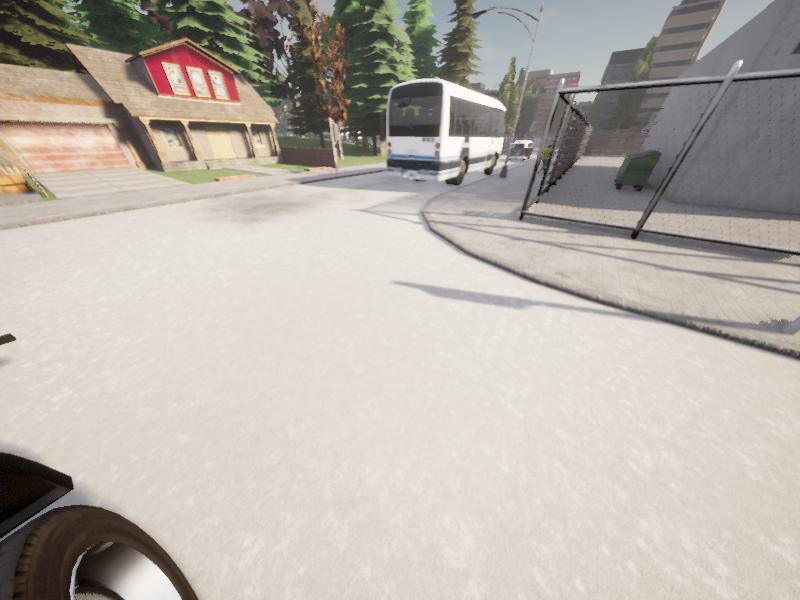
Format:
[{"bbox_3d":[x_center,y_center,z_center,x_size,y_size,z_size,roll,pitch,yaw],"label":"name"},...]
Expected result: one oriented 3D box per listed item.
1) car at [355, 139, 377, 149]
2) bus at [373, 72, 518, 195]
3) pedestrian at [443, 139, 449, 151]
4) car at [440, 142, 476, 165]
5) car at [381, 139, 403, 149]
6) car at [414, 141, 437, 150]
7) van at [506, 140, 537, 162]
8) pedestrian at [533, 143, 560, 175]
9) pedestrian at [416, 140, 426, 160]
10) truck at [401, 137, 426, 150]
[{"bbox_3d":[-9.072,-41.841,61.855,5.566,2.045,2.150,22,41,28],"label":"car"},{"bbox_3d":[3.329,-9.798,14.157,3.944,4.253,10.273,22,41,28],"label":"bus"},{"bbox_3d":[9.243,-31.096,46.295,0.751,1.860,0.751,28,44,33],"label":"pedestrian"},{"bbox_3d":[6.205,-15.536,24.392,1.932,1.855,4.605,20,39,26],"label":"car"},{"bbox_3d":[-2.148,-41.822,61.885,5.566,2.045,2.150,22,41,28],"label":"car"},{"bbox_3d":[6.190,-38.253,57.228,5.238,1.638,1.930,22,41,28],"label":"car"},{"bbox_3d":[14.887,-18.266,28.190,2.069,2.038,4.480,22,41,27],"label":"van"},{"bbox_3d":[10.096,-9.738,15.965,0.751,1.860,0.751,-19,39,-25],"label":"pedestrian"},{"bbox_3d":[2.459,-17.439,26.854,0.751,1.860,0.751,22,41,28],"label":"pedestrian"},{"bbox_3d":[3.135,-37.141,54.758,5.204,2.467,2.627,22,41,28],"label":"truck"}]
